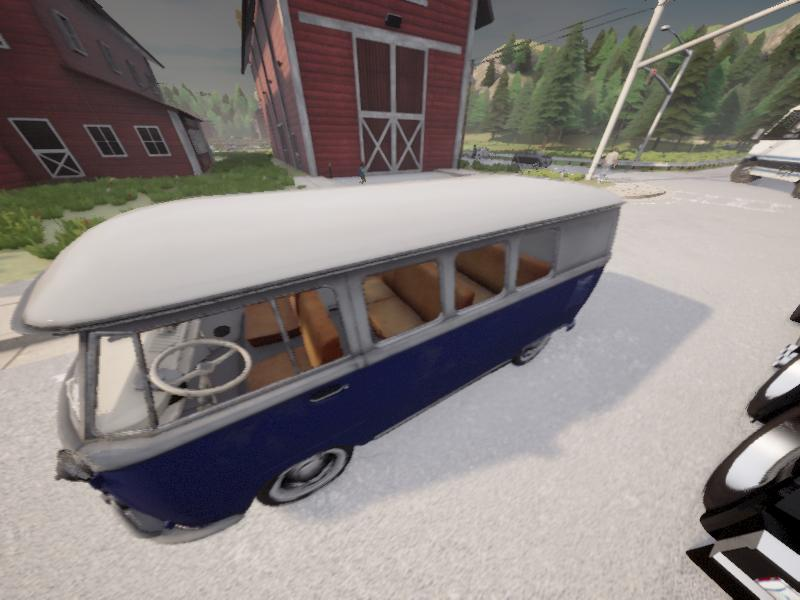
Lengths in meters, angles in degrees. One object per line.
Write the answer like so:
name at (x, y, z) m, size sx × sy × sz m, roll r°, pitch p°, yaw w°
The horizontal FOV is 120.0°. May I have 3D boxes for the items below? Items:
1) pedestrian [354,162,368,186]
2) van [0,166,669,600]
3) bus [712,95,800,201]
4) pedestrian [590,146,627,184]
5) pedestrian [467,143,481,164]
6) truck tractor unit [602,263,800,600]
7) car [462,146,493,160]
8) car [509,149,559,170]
pedestrian at (-2.121, -6.890, 12.668) m, size 0.500 × 1.100 × 0.500 m, roll -18°, pitch 39°, yaw -24°
van at (-0.040, -0.019, 2.288) m, size 4.442 × 1.987 × 1.775 m, roll -18°, pitch 39°, yaw -24°
bus at (21.480, -7.252, 10.890) m, size 3.944 × 4.253 × 10.273 m, roll 23°, pitch 40°, yaw 23°
pedestrian at (12.213, -7.945, 13.580) m, size 0.751 × 1.860 × 0.751 m, roll -22°, pitch 41°, yaw -29°
pedestrian at (7.733, -15.320, 24.187) m, size 0.751 × 1.860 × 0.751 m, roll -18°, pitch 39°, yaw -24°
truck tractor unit at (5.105, -0.308, 0.778) m, size 6.516 × 4.208 × 3.053 m, roll -19°, pitch 39°, yaw -24°
car at (10.859, -20.741, 32.602) m, size 1.845 × 1.501 × 3.633 m, roll -17°, pitch 39°, yaw -24°
car at (13.256, -14.133, 23.104) m, size 1.789 × 1.549 × 3.705 m, roll -17°, pitch 38°, yaw -24°
